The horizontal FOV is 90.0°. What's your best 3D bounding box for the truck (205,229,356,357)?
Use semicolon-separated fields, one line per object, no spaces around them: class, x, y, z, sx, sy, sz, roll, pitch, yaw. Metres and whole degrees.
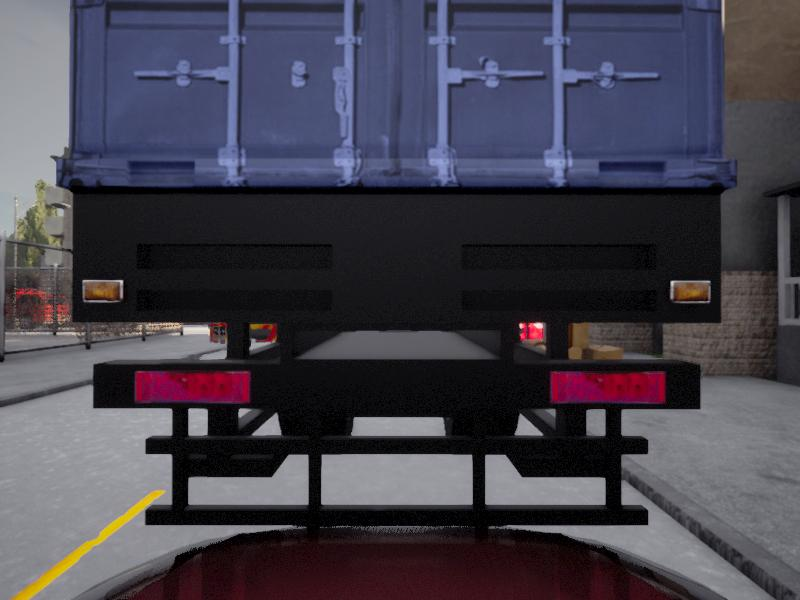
truck;-4.111;-0.172;16.357;2.891;3.827;8.468;0;-1;6

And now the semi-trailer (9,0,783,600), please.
semi-trailer;-0.014;-0.545;8.552;2.717;4.402;14.254;0;-1;0
